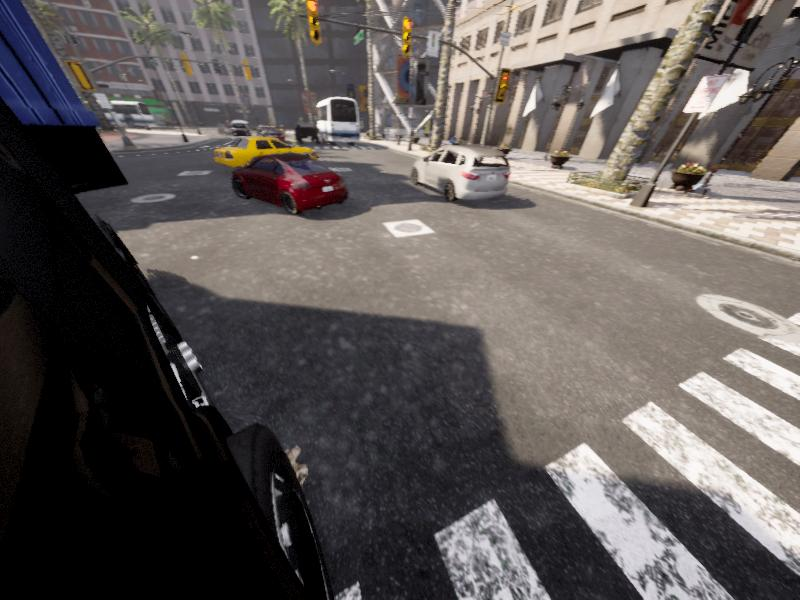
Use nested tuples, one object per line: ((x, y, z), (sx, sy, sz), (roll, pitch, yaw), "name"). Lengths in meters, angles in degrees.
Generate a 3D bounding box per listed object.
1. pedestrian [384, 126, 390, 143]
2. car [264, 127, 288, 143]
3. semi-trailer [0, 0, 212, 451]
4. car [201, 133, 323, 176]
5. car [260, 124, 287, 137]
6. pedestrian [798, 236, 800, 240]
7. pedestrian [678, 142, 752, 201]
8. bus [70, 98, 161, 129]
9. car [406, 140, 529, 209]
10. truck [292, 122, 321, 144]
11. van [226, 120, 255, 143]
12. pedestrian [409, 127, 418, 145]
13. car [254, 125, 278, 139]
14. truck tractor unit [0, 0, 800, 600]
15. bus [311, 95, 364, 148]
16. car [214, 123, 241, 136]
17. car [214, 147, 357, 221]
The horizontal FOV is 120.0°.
((-1.779, -22.595, 31.520), (0.751, 1.860, 0.751), (-7, 38, -12), "pedestrian")
((-15.513, -20.572, 28.762), (2.163, 1.488, 4.792), (-15, 40, -21), "car")
((-10.056, -1.786, 1.773), (14.254, 4.402, 2.717), (6, 37, 5), "semi-trailer")
((-7.114, -8.163, 12.712), (1.801, 1.575, 5.366), (25, 42, 27), "car")
((-22.264, -29.884, 40.638), (5.366, 1.575, 1.801), (29, 45, 31), "car")
((10.190, -1.766, 5.078), (0.751, 1.300, 0.751), (30, 45, 31), "pedestrian")
((12.064, -4.959, 8.926), (0.751, 1.860, 0.751), (-20, 42, -26), "pedestrian")
((-56.275, -37.117, 46.256), (10.273, 4.253, 3.944), (-4, 38, -8), "bus")
((2.229, -5.261, 9.281), (2.242, 1.667, 4.611), (-12, 40, -18), "car")
((-11.934, -21.257, 29.335), (2.390, 2.098, 6.274), (-14, 40, -20), "truck")
((-18.767, -20.056, 27.441), (2.069, 2.038, 4.480), (-15, 41, -21), "van")
((1.673, -21.128, 29.756), (0.751, 1.860, 0.751), (-18, 41, -24), "pedestrian")
((-20.301, -25.497, 35.028), (1.970, 1.475, 3.806), (-26, 45, -32), "car")
((-2.645, -0.295, 0.351), (6.516, 4.208, 3.053), (28, 44, 30), "truck tractor unit")
((-7.902, -21.637, 28.256), (3.944, 4.253, 10.273), (-13, 40, -19), "bus")
((-27.501, -27.142, 36.797), (3.633, 1.501, 1.845), (26, 43, 28), "car")
((-3.690, -3.964, 7.518), (4.181, 1.385, 1.994), (25, 42, 27), "car")
